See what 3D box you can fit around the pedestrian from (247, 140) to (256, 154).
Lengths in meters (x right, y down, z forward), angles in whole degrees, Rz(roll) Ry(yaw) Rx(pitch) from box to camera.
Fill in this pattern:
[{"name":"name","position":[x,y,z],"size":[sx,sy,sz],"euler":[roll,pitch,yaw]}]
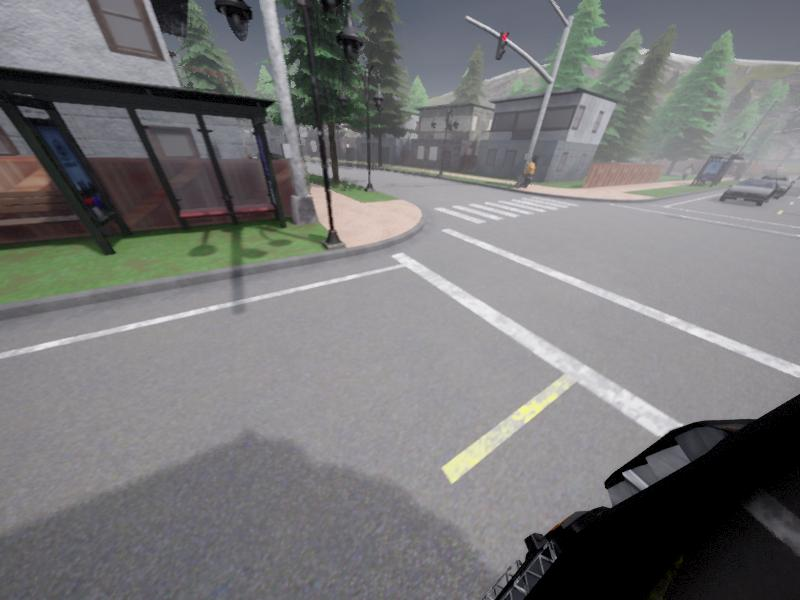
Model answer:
[{"name":"pedestrian","position":[-25.559,-26.380,39.815],"size":[0.751,1.860,0.751],"euler":[-10,36,-19]}]

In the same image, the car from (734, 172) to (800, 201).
[{"name":"car","position":[29.863,-9.296,18.708],"size":[5.027,1.651,2.152],"euler":[-17,38,-27]}]

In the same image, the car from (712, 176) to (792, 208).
[{"name":"car","position":[23.651,-7.326,15.485],"size":[5.357,1.411,2.033],"euler":[-17,38,-27]}]

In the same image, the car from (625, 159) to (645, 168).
[{"name":"car","position":[57.772,-33.493,56.756],"size":[3.866,1.878,1.905],"euler":[-18,39,-28]}]

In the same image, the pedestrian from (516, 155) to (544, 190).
[{"name":"pedestrian","position":[8.230,-8.072,14.697],"size":[0.751,1.860,0.751],"euler":[-12,36,-22]}]

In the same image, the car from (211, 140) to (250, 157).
[{"name":"car","position":[-24.679,-22.126,33.760],"size":[4.605,1.855,1.932],"euler":[15,35,18]}]

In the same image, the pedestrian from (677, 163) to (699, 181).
[{"name":"pedestrian","position":[33.734,-14.992,27.048],"size":[0.751,1.860,0.751],"euler":[-20,40,-30]}]

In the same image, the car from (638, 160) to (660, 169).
[{"name":"car","position":[59.453,-32.383,55.202],"size":[4.605,1.855,1.932],"euler":[-18,39,-28]}]

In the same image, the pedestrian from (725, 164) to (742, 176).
[{"name":"pedestrian","position":[63.417,-24.752,43.942],"size":[0.751,1.860,0.751],"euler":[13,35,15]}]
